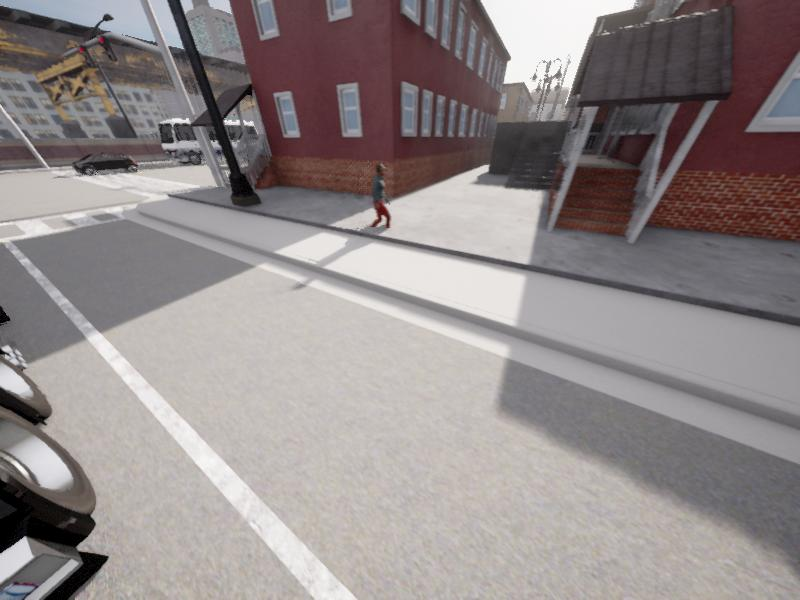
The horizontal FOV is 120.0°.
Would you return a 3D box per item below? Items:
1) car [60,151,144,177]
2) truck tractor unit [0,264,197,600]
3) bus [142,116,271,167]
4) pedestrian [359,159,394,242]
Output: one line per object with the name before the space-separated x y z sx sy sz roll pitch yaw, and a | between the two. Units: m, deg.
car | -24.446 -11.335 19.127 1.789 1.549 3.705 18 39 24
truck tractor unit | -5.117 -0.293 0.786 6.516 4.208 3.053 18 39 24
bus | -21.928 -18.805 27.469 3.944 4.253 10.273 18 39 24
pedestrian | -0.547 -2.559 6.000 0.751 1.860 0.751 -1 35 -1
